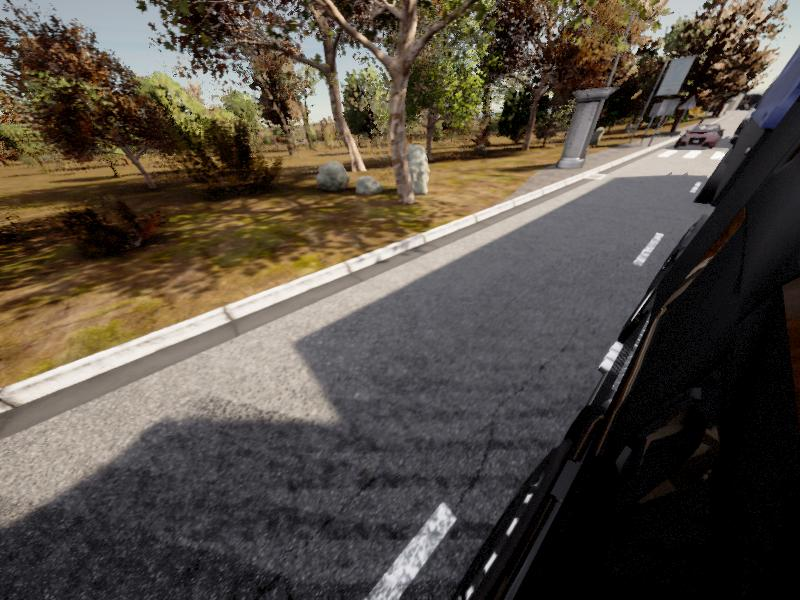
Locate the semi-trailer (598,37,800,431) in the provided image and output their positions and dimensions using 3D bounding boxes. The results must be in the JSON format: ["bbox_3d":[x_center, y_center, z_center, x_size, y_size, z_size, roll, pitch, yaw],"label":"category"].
[{"bbox_3d":[8.661,-3.642,4.246,14.254,4.402,2.717,-29,44,-30],"label":"semi-trailer"}]

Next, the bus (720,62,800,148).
[{"bbox_3d":[28.789,-14.340,17.127,10.273,4.253,3.944,-29,44,-30],"label":"bus"}]

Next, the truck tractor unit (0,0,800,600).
[{"bbox_3d":[2.645,-0.295,0.351,6.516,4.208,3.053,-28,44,-30],"label":"truck tractor unit"}]

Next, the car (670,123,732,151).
[{"bbox_3d":[21.690,-11.773,16.623,4.181,1.385,1.994,-28,44,-30],"label":"car"}]
